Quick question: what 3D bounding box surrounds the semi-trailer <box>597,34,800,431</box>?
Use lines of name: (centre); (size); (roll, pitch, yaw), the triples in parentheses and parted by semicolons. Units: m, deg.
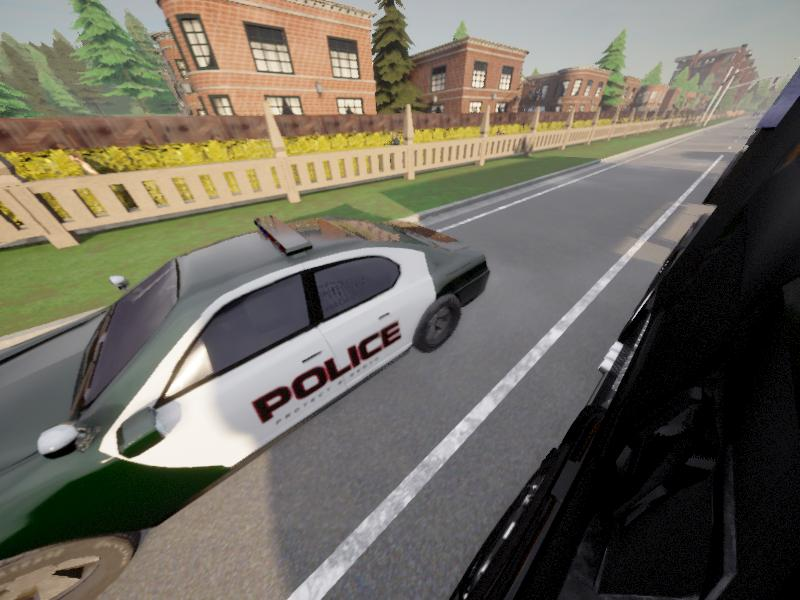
semi-trailer: (8.755, -3.562, 4.176); (14.254, 4.402, 2.717); (-27, 43, -29)

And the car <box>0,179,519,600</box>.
car: (-1.336, 0.173, 2.230); (4.974, 1.542, 2.038); (-27, 43, -29)

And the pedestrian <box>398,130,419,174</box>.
pedestrian: (0.472, -7.849, 12.258); (0.751, 1.860, 0.751); (-28, 44, -30)

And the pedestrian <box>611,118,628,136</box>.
pedestrian: (28.104, -22.138, 29.619); (0.751, 1.860, 0.751); (-29, 44, -30)

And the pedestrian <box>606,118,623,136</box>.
pedestrian: (28.005, -22.552, 30.179); (0.751, 1.860, 0.751); (-22, 41, -24)

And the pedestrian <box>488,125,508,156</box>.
pedestrian: (7.396, -12.035, 17.414); (0.751, 1.860, 0.751); (-28, 44, -30)

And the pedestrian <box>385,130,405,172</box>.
pedestrian: (-0.258, -8.366, 12.994); (0.751, 1.860, 0.751); (-28, 43, -29)

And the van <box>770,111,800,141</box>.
van: (35.436, -15.302, 20.217); (4.442, 1.987, 1.775); (-19, 40, -21)

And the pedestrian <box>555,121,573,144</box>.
pedestrian: (16.728, -17.081, 23.571); (0.751, 1.860, 0.751); (-28, 44, -30)

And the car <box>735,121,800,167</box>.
car: (20.035, -8.264, 12.084); (5.027, 1.651, 2.152); (-28, 43, -29)

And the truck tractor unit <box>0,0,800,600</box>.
truck tractor unit: (2.645, -0.295, 0.351); (6.516, 4.208, 3.053); (-28, 44, -30)

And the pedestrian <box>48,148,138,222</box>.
pedestrian: (-9.213, -3.506, 7.065); (0.751, 1.860, 0.751); (-29, 44, -30)
